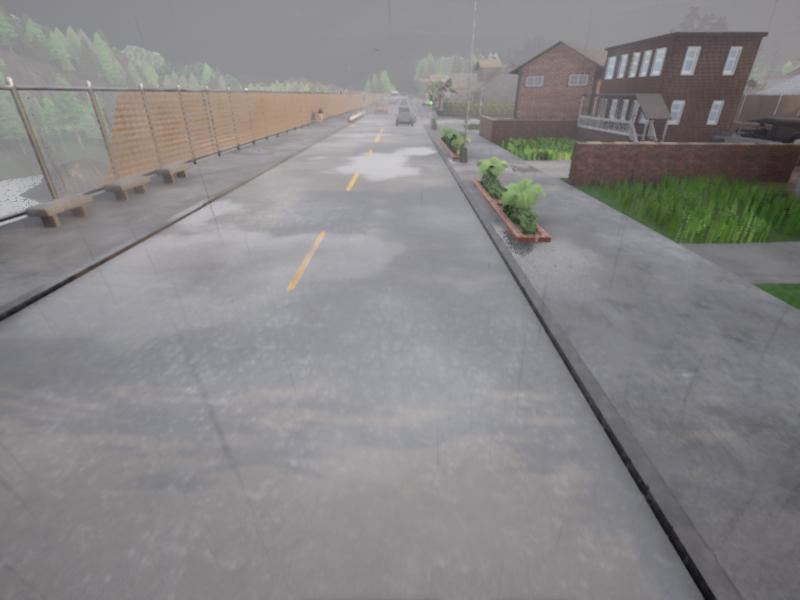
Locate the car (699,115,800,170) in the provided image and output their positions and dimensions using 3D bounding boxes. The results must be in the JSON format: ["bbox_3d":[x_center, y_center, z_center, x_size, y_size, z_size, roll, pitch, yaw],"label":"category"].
[{"bbox_3d":[15.695,-7.036,17.604,1.905,1.878,3.866,0,27,0],"label":"car"}]

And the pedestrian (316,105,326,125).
[{"bbox_3d":[-8.346,-19.524,42.287,0.751,1.860,0.751,0,27,1],"label":"pedestrian"}]

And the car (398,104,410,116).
[{"bbox_3d":[0.643,-31.747,66.752,1.882,1.535,5.008,0,27,0],"label":"car"}]

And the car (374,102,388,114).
[{"bbox_3d":[-3.292,-33.292,69.463,2.097,1.767,4.553,0,27,1],"label":"car"}]

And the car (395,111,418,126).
[{"bbox_3d":[0.766,-20.224,44.507,1.994,1.385,4.181,4,28,7],"label":"car"}]

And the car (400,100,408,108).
[{"bbox_3d":[1.026,-50.767,103.634,2.242,1.667,4.611,0,27,0],"label":"car"}]
